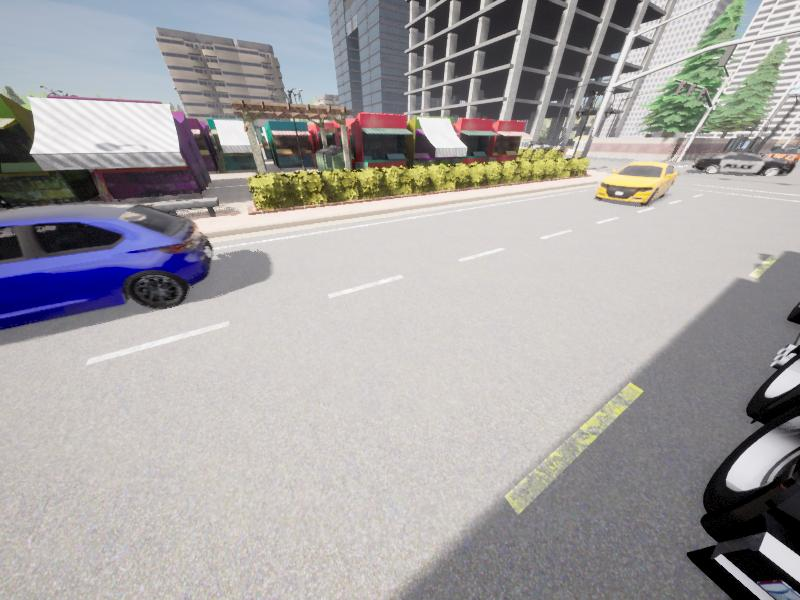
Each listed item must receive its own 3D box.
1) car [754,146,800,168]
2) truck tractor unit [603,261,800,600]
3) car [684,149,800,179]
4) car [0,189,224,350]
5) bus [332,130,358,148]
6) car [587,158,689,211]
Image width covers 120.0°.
[{"bbox_3d":[41.587,-15.605,25.136,4.553,1.767,2.097,-18,39,-24],"label":"car"},{"bbox_3d":[5.104,-0.307,0.788,6.516,4.208,3.053,-19,39,-24],"label":"truck tractor unit"},{"bbox_3d":[26.999,-10.838,18.300,5.238,1.638,1.930,21,41,27],"label":"car"},{"bbox_3d":[-5.400,-0.495,3.372,4.193,1.474,1.816,-18,39,-24],"label":"car"},{"bbox_3d":[-17.029,-49.608,71.218,3.944,4.253,10.273,-18,39,-25],"label":"bus"},{"bbox_3d":[10.918,-5.440,10.539,5.008,1.535,1.882,-24,41,-30],"label":"car"}]
